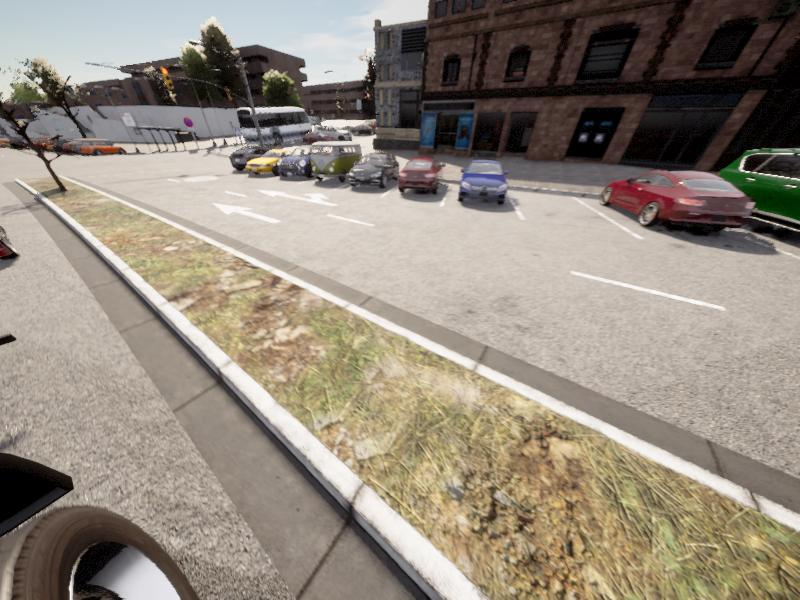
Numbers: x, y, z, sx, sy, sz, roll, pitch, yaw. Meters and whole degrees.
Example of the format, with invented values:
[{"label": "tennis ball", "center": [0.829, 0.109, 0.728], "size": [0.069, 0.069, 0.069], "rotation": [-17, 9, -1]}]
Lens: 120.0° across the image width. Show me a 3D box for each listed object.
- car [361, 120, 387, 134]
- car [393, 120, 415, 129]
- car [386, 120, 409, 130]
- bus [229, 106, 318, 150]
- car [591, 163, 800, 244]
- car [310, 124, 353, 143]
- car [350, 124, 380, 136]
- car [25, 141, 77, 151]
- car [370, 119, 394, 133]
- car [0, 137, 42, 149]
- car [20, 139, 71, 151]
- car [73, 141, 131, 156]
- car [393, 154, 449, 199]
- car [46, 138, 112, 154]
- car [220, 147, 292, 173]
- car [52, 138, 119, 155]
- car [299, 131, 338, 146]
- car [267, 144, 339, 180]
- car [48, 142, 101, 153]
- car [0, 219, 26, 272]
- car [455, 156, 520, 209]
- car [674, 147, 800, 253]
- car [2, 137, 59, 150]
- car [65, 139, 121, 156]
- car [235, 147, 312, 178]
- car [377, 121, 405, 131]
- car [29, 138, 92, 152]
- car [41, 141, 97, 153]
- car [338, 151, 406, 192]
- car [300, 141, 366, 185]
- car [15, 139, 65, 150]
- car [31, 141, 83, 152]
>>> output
[{"label": "car", "center": [-4.877, -32.428, 43.329], "size": [4.442, 1.987, 1.878], "rotation": [5, 42, 6]}, {"label": "car", "center": [0.837, -39.292, 51.570], "size": [4.674, 1.452, 2.002], "rotation": [5, 41, 6]}, {"label": "car", "center": [-0.551, -37.519, 49.545], "size": [4.674, 1.452, 2.002], "rotation": [5, 42, 6]}, {"label": "bus", "center": [-17.334, -24.899, 33.121], "size": [3.944, 4.253, 10.273], "rotation": [18, 44, 20]}, {"label": "car", "center": [8.671, -3.451, 7.576], "size": [2.002, 1.452, 4.674], "rotation": [9, 35, 12]}, {"label": "car", "center": [-10.338, -25.385, 35.248], "size": [5.566, 2.045, 2.435], "rotation": [5, 41, 6]}, {"label": "car", "center": [-6.169, -30.489, 41.459], "size": [4.892, 1.521, 2.231], "rotation": [5, 41, 6]}, {"label": "car", "center": [-65.233, -28.928, 43.328], "size": [2.231, 1.521, 4.892], "rotation": [5, 35, 5]}, {"label": "car", "center": [-3.475, -34.197, 45.348], "size": [4.442, 1.987, 1.878], "rotation": [5, 42, 6]}, {"label": "car", "center": [-86.587, -35.469, 52.098], "size": [2.435, 2.045, 5.566], "rotation": [4, 35, 6]}, {"label": "car", "center": [-67.898, -29.848, 44.389], "size": [2.185, 1.767, 4.553], "rotation": [5, 35, 5]}, {"label": "car", "center": [-43.911, -22.509, 34.234], "size": [2.185, 1.767, 4.553], "rotation": [5, 35, 6]}, {"label": "car", "center": [1.218, -6.452, 11.767], "size": [2.002, 1.452, 4.674], "rotation": [8, 35, 11]}, {"label": "car", "center": [-51.890, -25.116, 37.624], "size": [2.435, 2.045, 5.566], "rotation": [5, 35, 6]}, {"label": "car", "center": [-11.263, -11.361, 18.615], "size": [2.163, 1.488, 4.792], "rotation": [7, 35, 10]}, {"label": "car", "center": [-49.221, -24.267, 36.449], "size": [2.435, 2.045, 5.566], "rotation": [5, 35, 6]}, {"label": "car", "center": [-11.759, -23.400, 33.423], "size": [4.674, 1.452, 2.002], "rotation": [5, 41, 6]}, {"label": "car", "center": [-6.310, -9.531, 15.783], "size": [2.185, 1.767, 4.553], "rotation": [8, 35, 10]}, {"label": "car", "center": [-54.566, -25.671, 38.886], "size": [2.002, 1.452, 4.674], "rotation": [4, 35, 6]}, {"label": "car", "center": [-10.179, -1.471, 4.729], "size": [4.181, 1.385, 1.994], "rotation": [21, 40, 27]}, {"label": "car", "center": [3.719, -5.462, 10.385], "size": [2.002, 1.452, 4.674], "rotation": [9, 35, 11]}, {"label": "car", "center": [11.141, -2.658, 5.966], "size": [2.435, 2.045, 5.566], "rotation": [10, 36, 12]}, {"label": "car", "center": [-75.918, -32.342, 47.663], "size": [2.435, 2.045, 5.566], "rotation": [4, 35, 6]}, {"label": "car", "center": [-46.572, -23.375, 35.257], "size": [1.878, 1.987, 4.442], "rotation": [5, 35, 6]}, {"label": "car", "center": [-8.895, -10.267, 17.014], "size": [1.946, 1.575, 5.366], "rotation": [8, 35, 10]}, {"label": "car", "center": [-1.772, -35.771, 47.484], "size": [5.366, 1.575, 1.946], "rotation": [5, 41, 6]}, {"label": "car", "center": [-59.897, -27.543, 40.977], "size": [2.435, 2.045, 5.566], "rotation": [4, 35, 6]}, {"label": "car", "center": [-57.209, -26.622, 40.133], "size": [1.946, 1.575, 5.366], "rotation": [4, 35, 6]}, {"label": "car", "center": [-1.277, -7.472, 13.126], "size": [2.231, 1.521, 4.892], "rotation": [9, 35, 11]}, {"label": "car", "center": [-3.817, -8.566, 14.259], "size": [1.878, 1.987, 4.442], "rotation": [8, 35, 10]}, {"label": "car", "center": [-70.583, -30.612, 45.452], "size": [2.185, 1.767, 4.553], "rotation": [4, 35, 6]}, {"label": "car", "center": [-62.570, -28.117, 42.251], "size": [2.163, 1.488, 4.792], "rotation": [4, 35, 6]}]
